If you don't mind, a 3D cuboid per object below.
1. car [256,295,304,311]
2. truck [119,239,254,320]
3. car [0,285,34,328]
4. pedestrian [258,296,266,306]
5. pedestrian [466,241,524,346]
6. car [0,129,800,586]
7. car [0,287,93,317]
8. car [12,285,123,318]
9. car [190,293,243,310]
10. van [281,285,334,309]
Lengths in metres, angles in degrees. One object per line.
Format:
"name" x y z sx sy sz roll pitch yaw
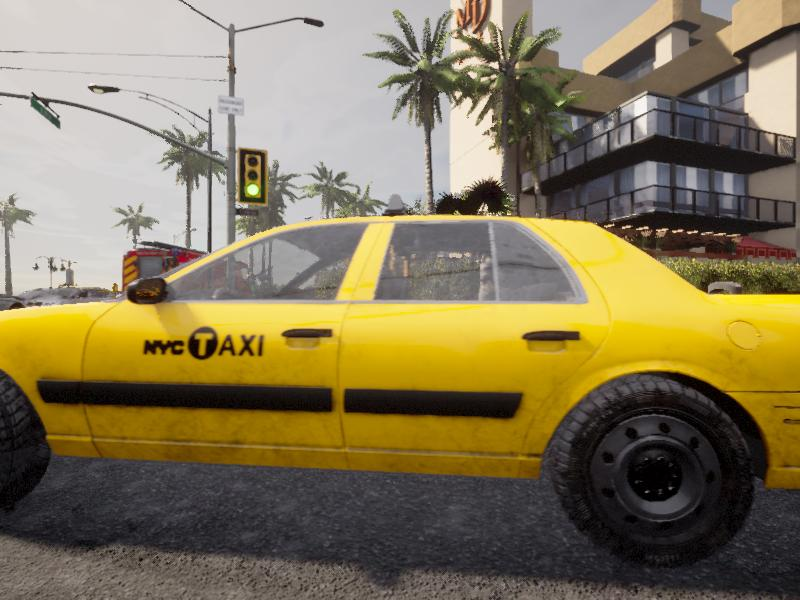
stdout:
"car" -11.134 0.260 37.318 1.994 1.385 4.181 0 0 24
"truck" -11.675 -0.963 23.154 2.891 3.827 8.468 0 0 3
"car" -14.616 0.209 13.260 1.970 1.475 3.806 0 0 -11
"pedestrian" -18.783 0.090 54.393 0.751 1.300 0.751 0 0 39
"pedestrian" 1.790 -0.115 7.561 0.751 1.860 0.751 0 0 -40
"car" -0.294 0.198 2.468 5.366 1.575 1.801 0 0 6
"car" -21.840 0.110 24.508 2.033 1.649 4.856 0 0 7
"car" -18.567 0.097 22.678 2.242 1.667 4.611 0 0 5
"car" -17.889 0.163 39.241 2.007 1.525 4.514 0 0 26
"van" -10.383 -0.327 45.315 1.988 2.561 5.915 0 0 36
